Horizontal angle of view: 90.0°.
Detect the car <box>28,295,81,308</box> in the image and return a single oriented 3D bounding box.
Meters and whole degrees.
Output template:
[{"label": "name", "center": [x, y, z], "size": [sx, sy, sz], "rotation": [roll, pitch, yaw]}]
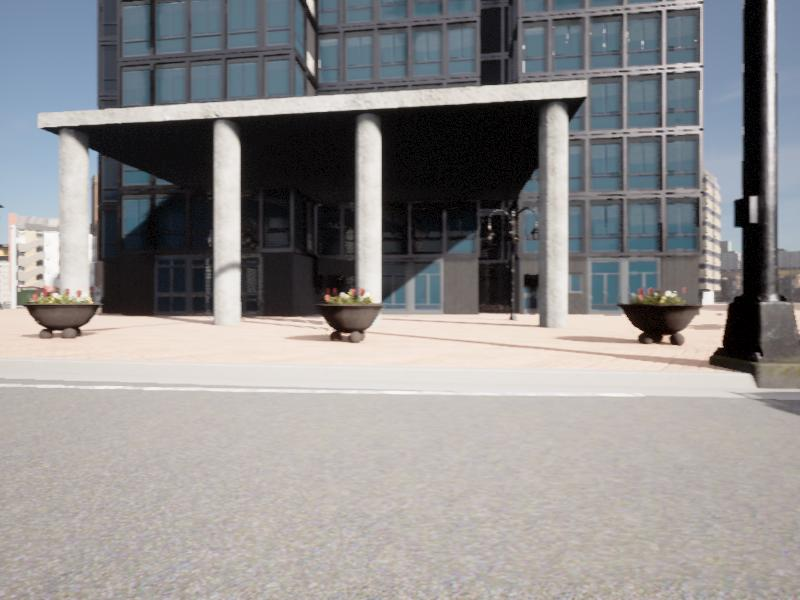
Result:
[{"label": "car", "center": [-46.843, 0.195, 54.322], "size": [5.238, 1.638, 1.930], "rotation": [1, 0, -45]}]
